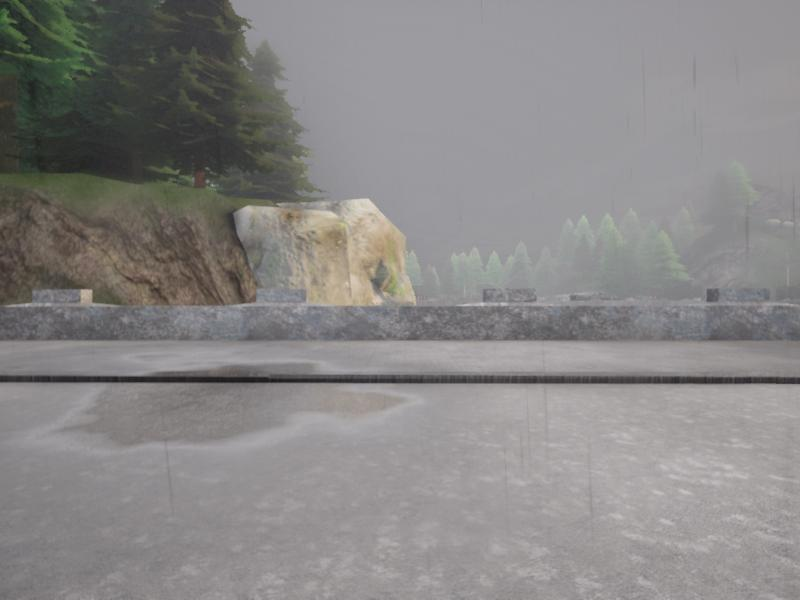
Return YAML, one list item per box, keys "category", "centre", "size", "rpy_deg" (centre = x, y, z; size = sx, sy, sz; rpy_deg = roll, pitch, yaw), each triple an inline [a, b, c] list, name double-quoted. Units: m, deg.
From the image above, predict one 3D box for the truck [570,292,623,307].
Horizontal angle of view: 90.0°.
- category: "truck"
  centre: [27.290, -0.087, 55.780]
  size: [6.274, 2.098, 2.390]
  rpy_deg: [0, 0, 1]

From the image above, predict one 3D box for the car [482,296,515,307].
- category: "car"
  centre: [13.775, 0.241, 56.003]
  size: [4.193, 1.474, 1.816]
  rpy_deg: [0, 0, 1]

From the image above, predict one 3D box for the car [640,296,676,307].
- category: "car"
  centre: [35.823, 0.213, 55.633]
  size: [3.806, 1.475, 1.970]
  rpy_deg: [0, 0, 1]
